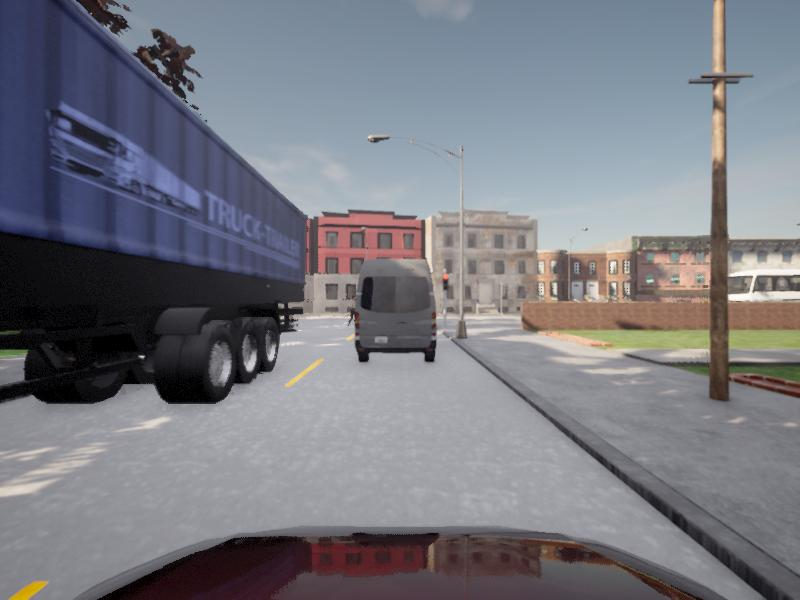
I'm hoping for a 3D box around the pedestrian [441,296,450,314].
[{"bbox_3d":[4.594,0.480,40.374,0.751,1.860,0.751,0,0,2],"label":"pedestrian"}]

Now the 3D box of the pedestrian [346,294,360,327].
[{"bbox_3d":[-2.728,0.606,23.312,0.751,1.860,0.751,0,0,0],"label":"pedestrian"}]

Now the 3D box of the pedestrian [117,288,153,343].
[{"bbox_3d":[-9.244,0.516,13.957,0.751,1.860,0.751,0,0,1],"label":"pedestrian"}]

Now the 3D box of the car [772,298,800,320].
[{"bbox_3d":[32.855,0.715,31.716,4.611,1.667,2.242,0,0,0],"label":"car"}]

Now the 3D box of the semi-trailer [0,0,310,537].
[{"bbox_3d":[-4.034,-0.625,4.840,2.717,4.402,14.254,0,0,0],"label":"semi-trailer"}]

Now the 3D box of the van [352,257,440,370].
[{"bbox_3d":[-0.059,0.306,11.996,1.988,2.561,5.915,0,0,1],"label":"van"}]

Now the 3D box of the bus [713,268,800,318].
[{"bbox_3d":[34.492,-0.580,35.585,10.273,4.253,3.944,0,0,0],"label":"bus"}]
